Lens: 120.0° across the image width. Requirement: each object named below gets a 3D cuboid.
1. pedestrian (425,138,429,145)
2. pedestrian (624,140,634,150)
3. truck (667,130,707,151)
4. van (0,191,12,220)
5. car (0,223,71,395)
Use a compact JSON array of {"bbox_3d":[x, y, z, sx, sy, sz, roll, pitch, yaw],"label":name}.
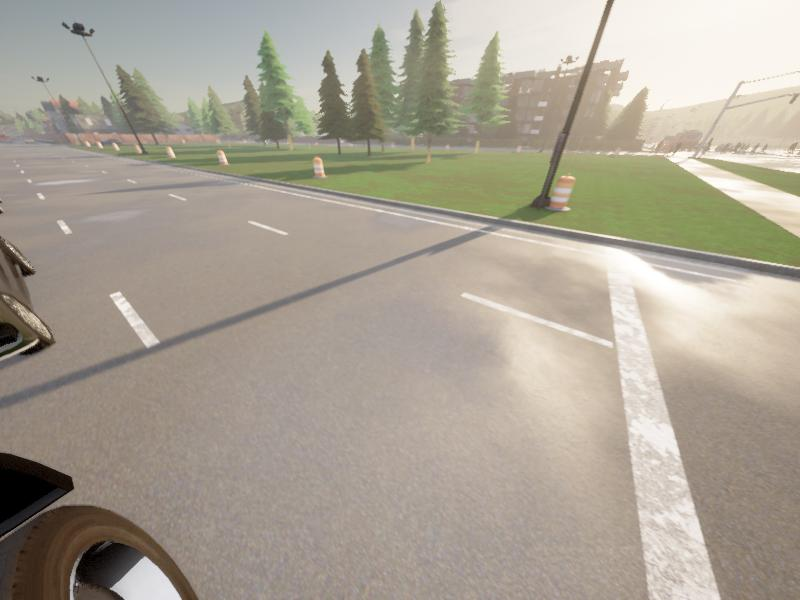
[{"bbox_3d":[8.575,-50.633,73.854,0.751,1.860,0.751,22,41,28],"label":"pedestrian"},{"bbox_3d":[49.396,-33.495,49.913,0.751,1.860,0.751,20,40,25],"label":"pedestrian"},{"bbox_3d":[65.748,-36.719,53.232,2.891,3.827,8.468,22,41,28],"label":"truck"},{"bbox_3d":[-15.120,-3.832,7.486,4.442,1.987,1.775,22,41,28],"label":"van"},{"bbox_3d":[-6.650,-0.231,2.769,5.027,1.651,2.152,22,41,28],"label":"car"}]
